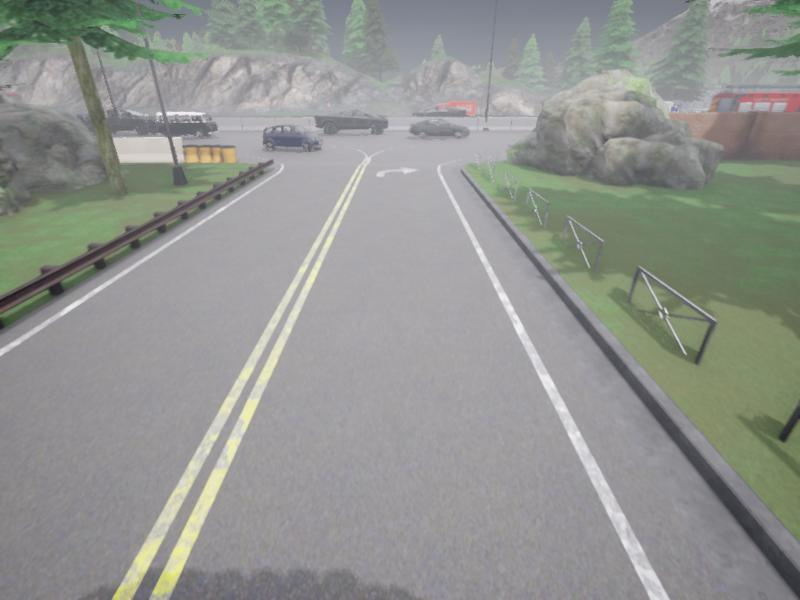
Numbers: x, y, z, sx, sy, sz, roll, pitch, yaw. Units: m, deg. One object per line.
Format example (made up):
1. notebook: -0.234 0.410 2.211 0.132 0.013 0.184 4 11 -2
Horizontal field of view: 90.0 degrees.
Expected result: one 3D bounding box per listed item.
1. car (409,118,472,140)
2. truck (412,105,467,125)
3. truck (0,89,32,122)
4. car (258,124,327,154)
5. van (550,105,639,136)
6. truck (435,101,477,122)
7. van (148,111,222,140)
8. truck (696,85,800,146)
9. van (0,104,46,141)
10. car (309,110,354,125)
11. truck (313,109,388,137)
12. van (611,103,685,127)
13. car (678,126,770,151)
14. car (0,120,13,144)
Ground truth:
1. car: 3.186 -13.875 32.451 4.902 1.511 2.128 0 27 -1
2. truck: 4.616 -22.119 47.874 6.274 2.098 2.390 0 27 0
3. truck: -55.087 -25.776 53.065 8.468 3.827 2.891 0 27 -1
4. car: -6.724 -10.209 25.251 3.705 1.549 1.789 7 27 13
5. van: 17.085 -15.958 35.514 6.366 2.431 2.351 0 27 -1
6. truck: 7.443 -25.510 54.083 5.204 2.467 2.627 0 27 -1
7. van: -17.110 -14.003 32.103 4.480 2.038 2.069 0 27 -1
8. truck: 27.354 -13.439 29.083 8.468 3.827 2.891 0 27 -1
9. van: -32.391 -14.139 31.811 5.915 2.561 1.988 0 27 -1
10. car: -8.164 -21.816 47.889 5.008 1.535 1.882 0 27 -1
11. truck: -4.222 -15.694 35.349 6.274 2.098 2.390 0 27 -1
12. van: 27.739 -20.812 44.982 6.366 2.431 2.351 0 27 -1
13. car: 21.289 -10.717 26.466 4.181 1.385 1.994 0 27 -1
14. car: -31.688 -12.098 28.932 5.008 1.535 1.882 0 27 -1
